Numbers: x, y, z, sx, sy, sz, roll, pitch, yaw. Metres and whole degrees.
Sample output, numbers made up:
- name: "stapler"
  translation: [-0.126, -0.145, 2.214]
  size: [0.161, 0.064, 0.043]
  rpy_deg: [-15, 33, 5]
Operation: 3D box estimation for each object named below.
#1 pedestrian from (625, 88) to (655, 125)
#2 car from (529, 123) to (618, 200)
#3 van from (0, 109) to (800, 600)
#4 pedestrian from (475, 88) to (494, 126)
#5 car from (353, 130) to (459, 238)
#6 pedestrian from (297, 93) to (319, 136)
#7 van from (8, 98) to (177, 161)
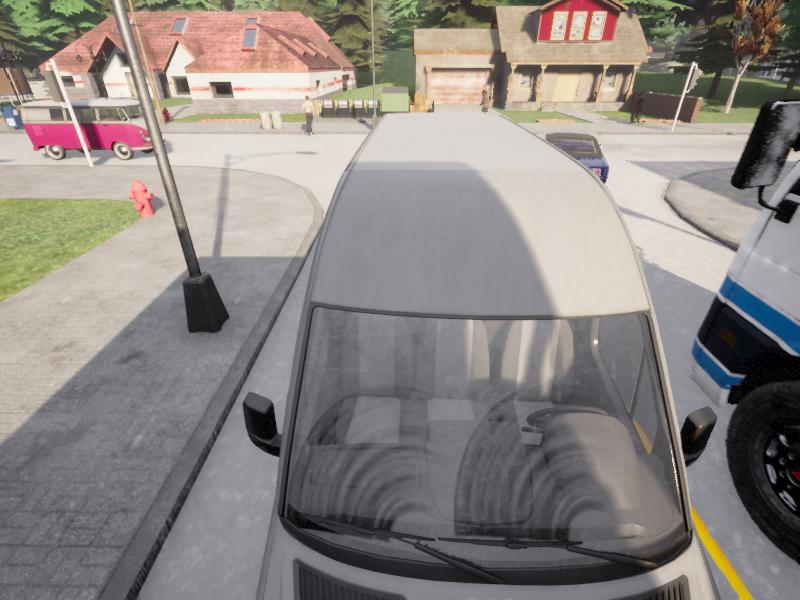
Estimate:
- name: "pedestrian"
  translation: [13.580, -10.971, 22.708]
  size: [0.751, 1.860, 0.751]
  rpy_deg: [-1, 30, -1]
- name: "car"
  translation: [5.154, -4.454, 12.361]
  size: [1.895, 1.301, 4.718]
  rpy_deg: [9, 31, 15]
- name: "van"
  translation: [0.419, 0.048, 3.430]
  size: [1.988, 2.561, 5.915]
  rpy_deg: [1, 30, 2]
- name: "pedestrian"
  translation: [4.693, -10.760, 22.345]
  size: [0.751, 1.860, 0.751]
  rpy_deg: [0, 30, 0]
- name: "car"
  translation: [-0.056, -2.933, 9.499]
  size: [1.789, 1.549, 3.705]
  rpy_deg: [-5, 31, -8]
- name: "pedestrian"
  translation: [-4.604, -9.326, 20.094]
  size: [0.751, 1.860, 0.751]
  rpy_deg: [-10, 32, -17]
- name: "van"
  translation: [-11.350, -6.457, 15.101]
  size: [4.442, 1.987, 1.775]
  rpy_deg: [0, 30, 1]
